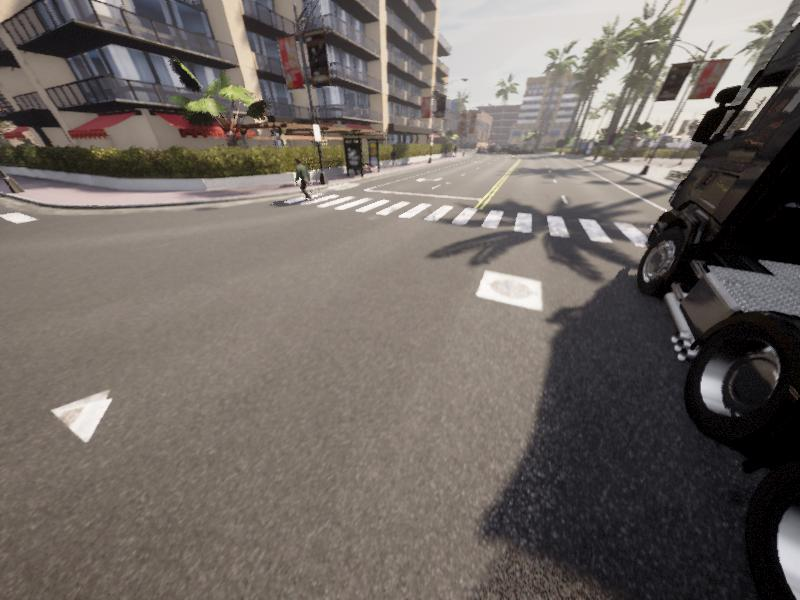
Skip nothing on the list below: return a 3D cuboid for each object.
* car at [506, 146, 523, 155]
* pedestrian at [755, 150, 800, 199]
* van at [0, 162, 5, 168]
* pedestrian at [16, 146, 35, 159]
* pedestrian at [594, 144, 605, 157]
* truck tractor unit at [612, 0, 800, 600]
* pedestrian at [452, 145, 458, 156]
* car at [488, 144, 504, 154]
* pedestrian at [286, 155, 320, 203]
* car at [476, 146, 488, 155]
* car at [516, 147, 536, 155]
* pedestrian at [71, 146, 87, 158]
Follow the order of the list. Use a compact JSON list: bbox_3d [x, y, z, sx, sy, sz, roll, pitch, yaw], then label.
[{"bbox_3d":[26.871,-35.175,54.294,2.242,1.667,4.611,4,34,6],"label":"car"},{"bbox_3d":[17.374,-5.594,10.317,0.751,1.860,0.751,26,42,33],"label":"pedestrian"},{"bbox_3d":[-50.226,-15.690,25.281,2.351,2.431,6.366,15,37,20],"label":"van"},{"bbox_3d":[-63.449,-24.940,39.145,0.751,1.860,0.751,14,37,20],"label":"pedestrian"},{"bbox_3d":[35.377,-26.465,40.957,0.751,1.860,0.751,10,36,15],"label":"pedestrian"},{"bbox_3d":[4.494,-0.668,1.328,3.053,4.208,6.516,20,39,27],"label":"truck tractor unit"},{"bbox_3d":[10.638,-28.754,44.433,0.751,1.860,0.751,14,37,20],"label":"pedestrian"},{"bbox_3d":[23.968,-38.010,58.154,2.150,2.045,5.566,3,34,5],"label":"car"},{"bbox_3d":[-4.446,-5.575,10.656,0.751,1.860,0.751,16,37,22],"label":"pedestrian"},{"bbox_3d":[20.369,-37.093,57.253,1.851,1.617,3.988,3,34,5],"label":"car"},{"bbox_3d":[30.835,-36.573,56.632,2.152,1.651,5.027,1,34,2],"label":"car"},{"bbox_3d":[-61.204,-28.258,44.019,0.751,1.860,0.751,0,34,0],"label":"pedestrian"}]
